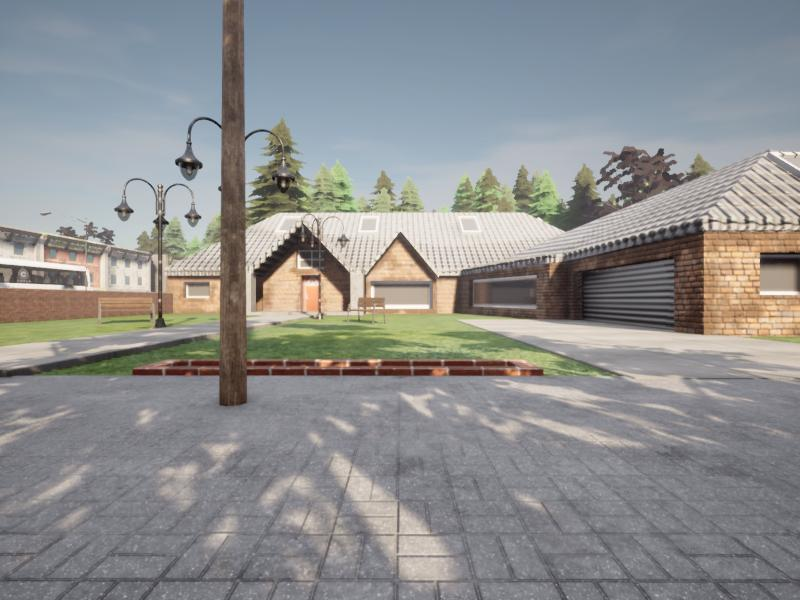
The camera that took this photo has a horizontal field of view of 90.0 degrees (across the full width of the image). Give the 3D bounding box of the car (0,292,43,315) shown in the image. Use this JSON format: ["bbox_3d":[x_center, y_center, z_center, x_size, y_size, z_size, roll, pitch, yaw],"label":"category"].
[{"bbox_3d":[-27.142,0.223,26.879,1.882,1.535,5.008,0,0,0],"label":"car"}]

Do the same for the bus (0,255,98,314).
[{"bbox_3d":[-30.991,-1.134,33.272,3.944,4.253,10.273,0,0,0],"label":"bus"}]
